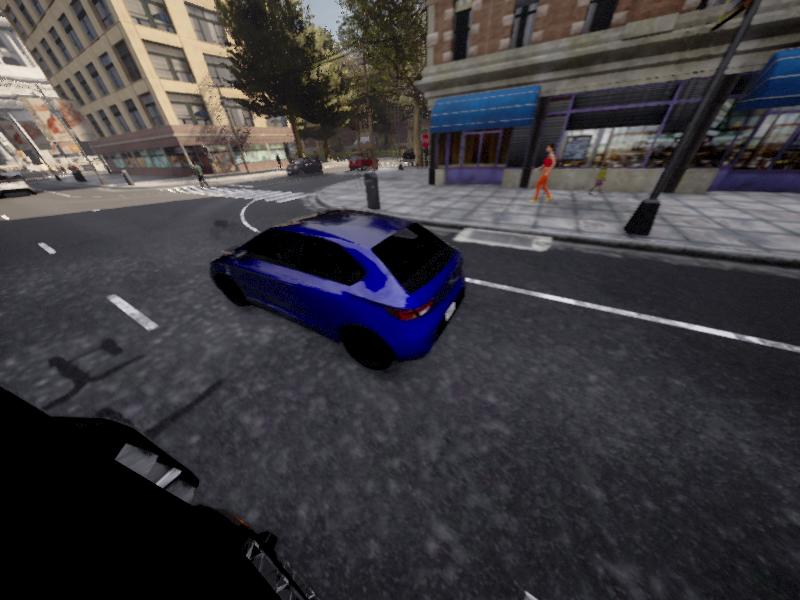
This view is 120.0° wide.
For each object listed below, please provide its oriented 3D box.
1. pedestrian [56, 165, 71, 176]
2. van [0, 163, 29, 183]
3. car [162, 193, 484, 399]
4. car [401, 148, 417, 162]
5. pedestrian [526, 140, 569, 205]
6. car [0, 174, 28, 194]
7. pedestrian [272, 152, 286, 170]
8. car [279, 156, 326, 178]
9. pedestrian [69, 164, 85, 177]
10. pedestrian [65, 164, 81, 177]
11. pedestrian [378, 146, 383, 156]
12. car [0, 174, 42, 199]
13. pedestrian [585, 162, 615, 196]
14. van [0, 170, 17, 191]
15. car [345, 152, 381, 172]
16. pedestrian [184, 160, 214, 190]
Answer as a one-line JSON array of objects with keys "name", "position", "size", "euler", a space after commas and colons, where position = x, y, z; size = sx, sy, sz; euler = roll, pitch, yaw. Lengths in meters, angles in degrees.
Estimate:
[{"name": "pedestrian", "position": [-65.808, -25.417, 45.229], "size": [0.751, 1.860, 0.751], "euler": [14, 37, 23]}, {"name": "van", "position": [-64.514, -19.657, 36.115], "size": [2.351, 2.431, 6.366], "euler": [16, 38, 26]}, {"name": "car", "position": [-1.203, -0.572, 3.521], "size": [4.193, 1.474, 1.816], "euler": [16, 39, 26]}, {"name": "car", "position": [1.510, -22.158, 35.232], "size": [1.882, 1.535, 5.008], "euler": [3, 34, 8]}, {"name": "pedestrian", "position": [5.006, -4.344, 7.943], "size": [0.751, 1.860, 0.751], "euler": [13, 37, 23]}, {"name": "car", "position": [-38.512, -11.241, 22.330], "size": [3.633, 1.501, 1.845], "euler": [16, 38, 26]}, {"name": "pedestrian", "position": [-15.250, -17.549, 29.167], "size": [0.751, 1.860, 0.751], "euler": [20, 40, 30]}, {"name": "car", "position": [-9.432, -13.052, 22.634], "size": [1.845, 1.501, 3.633], "euler": [15, 38, 25]}, {"name": "pedestrian", "position": [-57.102, -22.946, 40.856], "size": [0.751, 1.860, 0.751], "euler": [14, 38, 24]}, {"name": "pedestrian", "position": [-57.771, -22.851, 40.770], "size": [0.751, 1.860, 0.751], "euler": [-30, 42, -34]}, {"name": "pedestrian", "position": [-4.550, -34.785, 53.835], "size": [0.751, 1.860, 0.751], "euler": [16, 38, 25]}, {"name": "car", "position": [-33.091, -9.678, 19.574], "size": [4.514, 1.525, 2.007], "euler": [16, 38, 26]}, {"name": "pedestrian", "position": [7.634, -4.640, 8.846], "size": [0.500, 1.100, 0.500], "euler": [17, 39, 27]}, {"name": "van", "position": [-44.324, -13.042, 25.065], "size": [4.442, 1.987, 1.775], "euler": [16, 38, 26]}, {"name": "car", "position": [-3.844, -14.764, 24.703], "size": [1.789, 1.549, 3.705], "euler": [15, 38, 25]}, {"name": "pedestrian", "position": [-14.946, -9.303, 17.194], "size": [0.751, 1.860, 0.751], "euler": [10, 36, 19]}]
